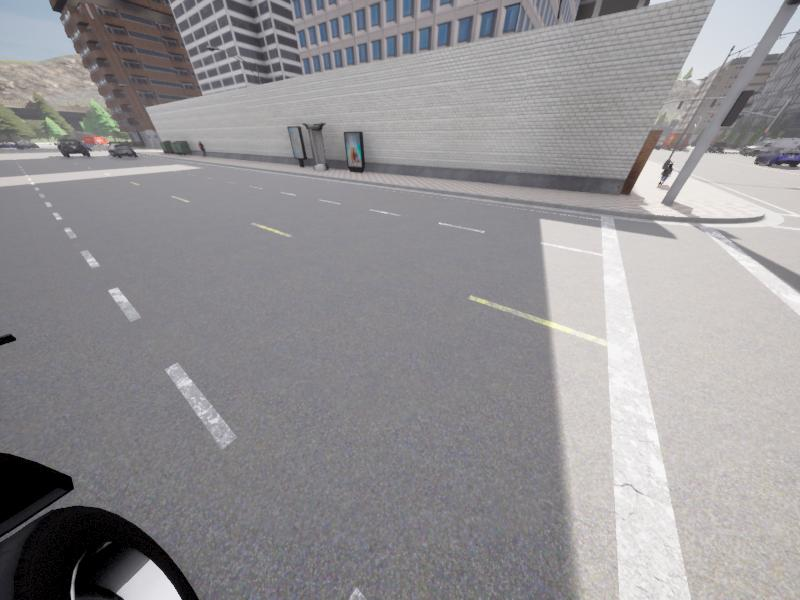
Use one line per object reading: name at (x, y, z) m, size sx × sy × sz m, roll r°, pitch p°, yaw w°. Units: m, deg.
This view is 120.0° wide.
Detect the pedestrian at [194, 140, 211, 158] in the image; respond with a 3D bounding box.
pedestrian at (-24.409, -18.719, 28.601) m, size 0.751 × 1.860 × 0.751 m, roll 24°, pitch 42°, yaw 30°

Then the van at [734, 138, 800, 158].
van at (57.692, -23.526, 35.619) m, size 6.366 × 2.431 × 2.351 m, roll 10°, pitch 36°, yaw 14°

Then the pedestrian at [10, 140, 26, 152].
pedestrian at (-70.688, -28.553, 42.759) m, size 0.751 × 1.860 × 0.751 m, roll 24°, pitch 41°, yaw 30°

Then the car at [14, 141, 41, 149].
car at (-86.626, -36.081, 53.774) m, size 1.816 × 1.474 × 4.193 m, roll -23°, pitch 41°, yaw -29°

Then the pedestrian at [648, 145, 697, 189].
pedestrian at (13.831, -6.790, 11.823) m, size 0.751 × 1.860 × 0.751 m, roll 19°, pitch 39°, yaw 24°

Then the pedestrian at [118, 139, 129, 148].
pedestrian at (-64.772, -36.631, 54.078) m, size 0.751 × 1.860 × 0.751 m, roll -10°, pitch 36°, yaw -14°

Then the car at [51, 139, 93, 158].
car at (-45.134, -20.880, 31.759) m, size 5.566 × 2.045 × 2.150 m, roll 22°, pitch 41°, yaw 28°

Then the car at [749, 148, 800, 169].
car at (38.445, -14.449, 23.411) m, size 2.007 × 1.525 × 4.514 m, roll 23°, pitch 41°, yaw 29°

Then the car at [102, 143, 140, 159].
car at (-37.288, -19.988, 30.877) m, size 4.856 × 1.649 × 2.033 m, roll 22°, pitch 41°, yaw 28°
